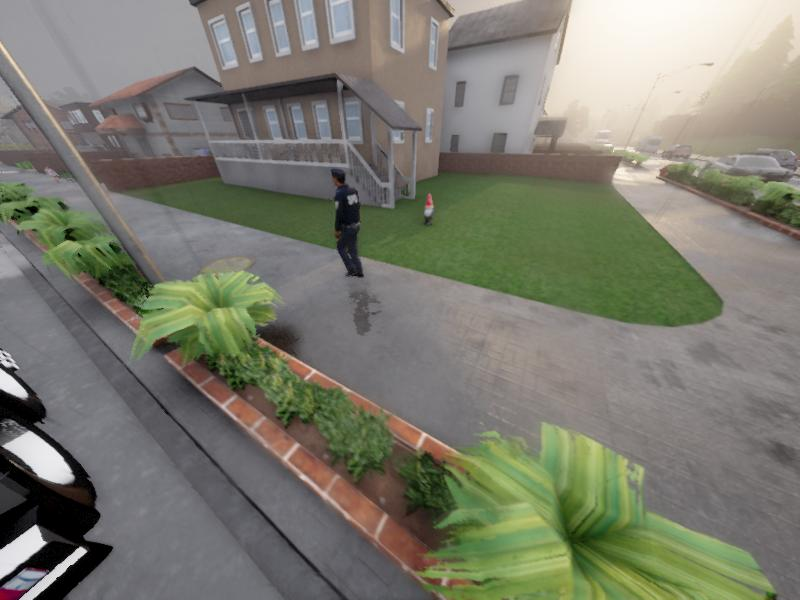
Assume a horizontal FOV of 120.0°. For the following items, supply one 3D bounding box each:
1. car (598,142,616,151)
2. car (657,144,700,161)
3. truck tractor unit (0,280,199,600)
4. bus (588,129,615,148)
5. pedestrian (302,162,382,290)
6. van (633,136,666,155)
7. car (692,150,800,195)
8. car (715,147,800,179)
[{"bbox_3d":[48.325,-35.823,53.983,2.152,1.651,5.027,18,39,25],"label":"car"},{"bbox_3d":[35.912,-19.222,29.947,2.033,1.649,4.856,18,39,25],"label":"car"},{"bbox_3d":[-5.136,-0.275,0.738,6.516,4.208,3.053,17,38,23],"label":"truck tractor unit"},{"bbox_3d":[58.901,-47.311,67.867,3.944,4.253,10.273,18,39,25],"label":"bus"},{"bbox_3d":[-0.882,-1.230,3.927,0.751,1.860,0.751,19,39,26],"label":"pedestrian"},{"bbox_3d":[43.712,-27.247,40.632,1.988,2.561,5.915,18,39,25],"label":"van"},{"bbox_3d":[19.143,-7.240,12.830,1.930,1.638,5.238,18,39,25],"label":"car"},{"bbox_3d":[26.988,-10.425,17.366,2.152,1.651,5.027,18,39,25],"label":"car"}]
